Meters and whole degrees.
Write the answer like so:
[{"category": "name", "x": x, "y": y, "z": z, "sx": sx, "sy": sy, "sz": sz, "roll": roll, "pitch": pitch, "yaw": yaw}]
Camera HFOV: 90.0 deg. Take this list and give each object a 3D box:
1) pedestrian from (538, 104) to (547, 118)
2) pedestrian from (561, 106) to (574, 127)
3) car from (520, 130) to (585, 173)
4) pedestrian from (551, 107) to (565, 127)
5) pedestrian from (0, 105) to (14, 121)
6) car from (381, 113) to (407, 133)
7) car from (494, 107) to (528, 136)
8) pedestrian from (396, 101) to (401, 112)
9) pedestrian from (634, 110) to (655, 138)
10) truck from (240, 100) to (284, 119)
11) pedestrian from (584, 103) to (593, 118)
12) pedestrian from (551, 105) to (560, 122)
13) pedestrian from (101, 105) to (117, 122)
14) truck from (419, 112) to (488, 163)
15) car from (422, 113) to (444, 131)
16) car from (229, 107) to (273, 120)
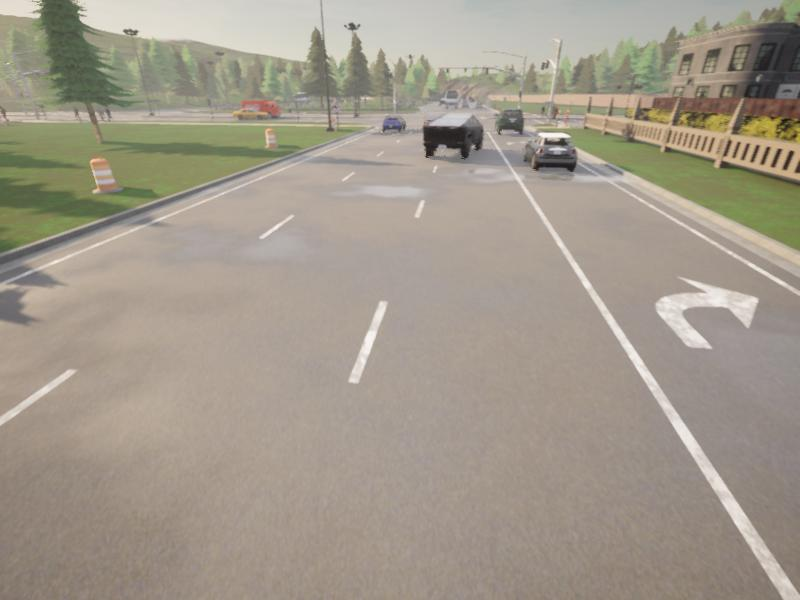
[{"category": "pedestrian", "x": 21.581, "y": -28.640, "z": 60.617, "sx": 0.751, "sy": 1.860, "sz": 0.751, "roll": -1, "pitch": 27, "yaw": -2}, {"category": "pedestrian", "x": 16.630, "y": -18.228, "z": 39.832, "sx": 0.751, "sy": 1.860, "sz": 0.751, "roll": 3, "pitch": 27, "yaw": 6}, {"category": "car", "x": 7.044, "y": -7.099, "z": 18.906, "sx": 1.970, "sy": 1.475, "sz": 3.806, "roll": 4, "pitch": 27, "yaw": 7}, {"category": "pedestrian", "x": 15.691, "y": -18.202, "z": 39.785, "sx": 0.751, "sy": 1.860, "sz": 0.751, "roll": -2, "pitch": 27, "yaw": -3}, {"category": "pedestrian", "x": -50.481, "y": -23.882, "z": 51.111, "sx": 0.751, "sy": 1.860, "sz": 0.751, "roll": 5, "pitch": 27, "yaw": 9}, {"category": "car", "x": -0.541, "y": -16.828, "z": 37.962, "sx": 1.816, "sy": 1.474, "sz": 4.193, "roll": 4, "pitch": 27, "yaw": 7}, {"category": "car", "x": 9.708, "y": -15.934, "z": 35.552, "sx": 2.150, "sy": 2.045, "sz": 5.566, "roll": 4, "pitch": 27, "yaw": 7}, {"category": "pedestrian", "x": -0.246, "y": -37.000, "z": 76.600, "sx": 0.751, "sy": 1.860, "sz": 0.751, "roll": 5, "pitch": 28, "yaw": 10}, {"category": "pedestrian", "x": 18.160, "y": -13.076, "z": 29.750, "sx": 0.751, "sy": 1.860, "sz": 0.751, "roll": 3, "pitch": 27, "yaw": 6}, {"category": "truck", "x": -20.417, "y": -28.260, "z": 59.290, "sx": 5.204, "sy": 2.467, "sz": 2.627, "roll": 4, "pitch": 27, "yaw": 8}, {"category": "pedestrian", "x": 26.868, "y": -27.046, "z": 57.043, "sx": 0.751, "sy": 1.860, "sz": 0.751, "roll": 5, "pitch": 28, "yaw": 10}, {"category": "pedestrian", "x": 19.948, "y": -23.913, "z": 51.274, "sx": 0.751, "sy": 1.860, "sz": 0.751, "roll": 6, "pitch": 28, "yaw": 11}, {"category": "pedestrian", "x": -35.420, "y": -22.672, "z": 48.694, "sx": 0.751, "sy": 1.860, "sz": 0.751, "roll": 7, "pitch": 28, "yaw": 13}, {"category": "truck", "x": 3.195, "y": -9.408, "z": 22.752, "sx": 2.390, "sy": 2.098, "sz": 6.274, "roll": 9, "pitch": 28, "yaw": 17}, {"category": "car", "x": 3.290, "y": -17.766, "z": 39.816, "sx": 1.812, "sy": 1.442, "sz": 4.674, "roll": 4, "pitch": 27, "yaw": 7}, {"category": "car", "x": -20.924, "y": -26.283, "z": 56.411, "sx": 5.366, "sy": 1.575, "sz": 1.801, "roll": 4, "pitch": 27, "yaw": 8}]
